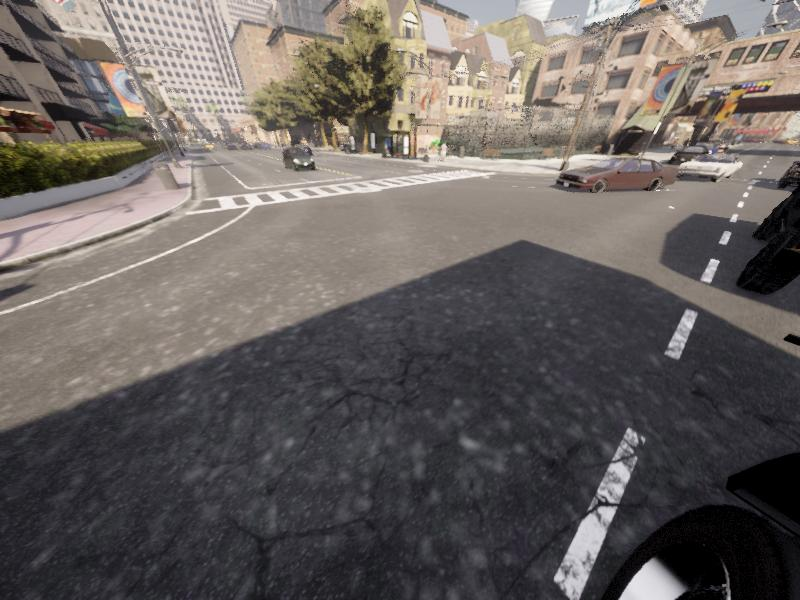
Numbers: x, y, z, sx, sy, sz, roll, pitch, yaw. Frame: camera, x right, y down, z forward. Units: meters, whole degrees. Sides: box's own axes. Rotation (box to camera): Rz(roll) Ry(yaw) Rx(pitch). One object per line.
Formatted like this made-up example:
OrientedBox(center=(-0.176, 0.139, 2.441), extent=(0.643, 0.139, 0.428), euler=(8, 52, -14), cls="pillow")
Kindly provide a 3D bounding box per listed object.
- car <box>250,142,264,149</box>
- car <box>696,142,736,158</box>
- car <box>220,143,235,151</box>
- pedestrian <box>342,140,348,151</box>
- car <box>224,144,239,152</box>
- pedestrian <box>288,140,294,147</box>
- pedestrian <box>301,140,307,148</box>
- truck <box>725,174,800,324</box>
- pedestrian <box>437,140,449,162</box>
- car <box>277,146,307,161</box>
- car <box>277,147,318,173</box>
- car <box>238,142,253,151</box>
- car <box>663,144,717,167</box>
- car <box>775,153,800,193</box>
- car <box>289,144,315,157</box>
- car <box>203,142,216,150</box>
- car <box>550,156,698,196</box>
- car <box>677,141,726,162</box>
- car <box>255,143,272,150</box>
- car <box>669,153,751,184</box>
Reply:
OrientedBox(center=(-38.841, -41.768, 62.537), extent=(2.163, 1.488, 4.792), euler=(-24, 41, -29), cls="car")
OrientedBox(center=(41.193, -19.640, 30.118), extent=(4.892, 1.521, 2.231), euler=(-23, 41, -29), cls="car")
OrientedBox(center=(-43.568, -38.605, 58.207), extent=(2.152, 1.651, 5.027), euler=(-23, 41, -29), cls="car")
OrientedBox(center=(-11.041, -30.980, 46.239), extent=(0.751, 1.860, 0.751), euler=(7, 36, 11), cls="pedestrian")
OrientedBox(center=(-37.810, -34.221, 51.858), extent=(1.994, 1.385, 4.181), euler=(-23, 41, -29), cls="car")
OrientedBox(center=(-31.469, -45.230, 66.751), extent=(0.751, 1.860, 0.751), euler=(-25, 42, -31), cls="pedestrian")
OrientedBox(center=(-25.832, -42.183, 62.352), extent=(0.751, 1.860, 0.751), euler=(17, 39, 23), cls="pedestrian")
OrientedBox(center=(8.632, -1.362, 3.948), extent=(6.274, 2.098, 2.390), euler=(-23, 41, -29), cls="truck")
OrientedBox(center=(4.383, -15.115, 23.479), extent=(0.751, 1.860, 0.751), euler=(-15, 37, -19), cls="pedestrian")
OrientedBox(center=(-14.519, -19.775, 31.031), extent=(2.033, 1.411, 5.357), euler=(-23, 41, -29), cls="car")
OrientedBox(center=(-8.874, -12.178, 19.967), extent=(1.851, 1.617, 3.988), euler=(-23, 41, -29), cls="car")
OrientedBox(center=(-37.658, -37.556, 56.400), extent=(2.033, 1.649, 4.856), euler=(-23, 41, -29), cls="car")
OrientedBox(center=(27.381, -13.680, 21.777), extent=(5.008, 1.535, 2.097), euler=(-23, 41, -29), cls="car")
OrientedBox(center=(21.012, -6.450, 11.458), extent=(5.238, 1.638, 1.930), euler=(-23, 41, -29), cls="car")
OrientedBox(center=(-15.863, -24.199, 37.270), extent=(2.163, 1.488, 4.792), euler=(-23, 41, -29), cls="car")
OrientedBox(center=(-48.976, -39.460, 59.307), extent=(1.801, 1.575, 5.366), euler=(-23, 41, -29), cls="car")
OrientedBox(center=(10.883, -6.269, 11.525), extent=(5.357, 1.411, 2.033), euler=(-5, 35, -6), cls="car")
OrientedBox(center=(32.481, -16.055, 24.887), extent=(4.553, 1.767, 2.185), euler=(-23, 41, -29), cls="car")
OrientedBox(center=(-33.760, -37.965, 57.131), extent=(2.033, 1.411, 5.357), euler=(-27, 43, -32), cls="car")
OrientedBox(center=(19.304, -8.284, 14.389), extent=(4.718, 1.301, 1.895), euler=(-19, 39, -25), cls="car")
